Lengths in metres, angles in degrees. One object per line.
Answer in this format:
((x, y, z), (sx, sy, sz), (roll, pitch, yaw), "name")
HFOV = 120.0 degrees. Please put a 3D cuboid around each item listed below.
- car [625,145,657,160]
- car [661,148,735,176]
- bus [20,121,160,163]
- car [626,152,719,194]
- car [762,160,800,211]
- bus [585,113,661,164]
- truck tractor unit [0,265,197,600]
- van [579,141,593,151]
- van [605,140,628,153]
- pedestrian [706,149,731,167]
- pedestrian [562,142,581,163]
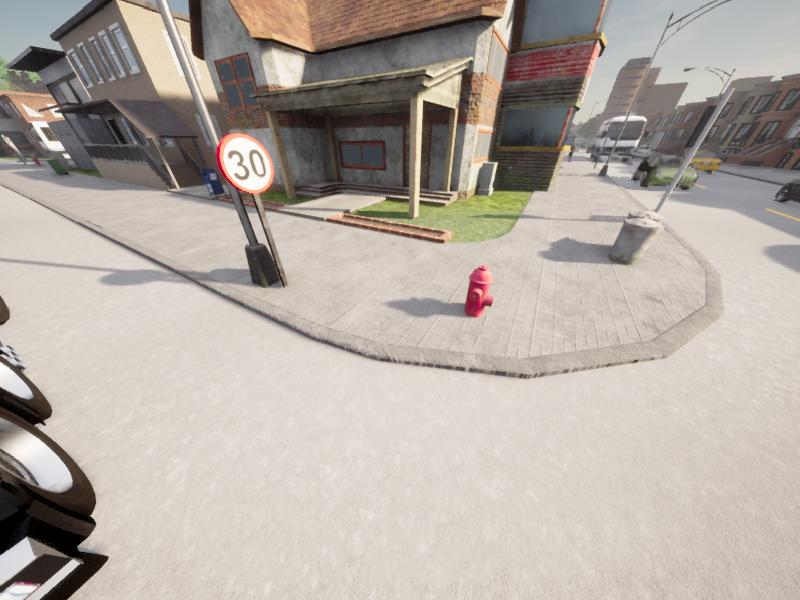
((31.947, -19.730, 30.770), (1.970, 1.475, 3.806), (18, 39, 25), "car")
((23.103, -11.004, 18.222), (1.801, 1.575, 5.366), (18, 39, 25), "car")
((-42.056, -22.011, 32.239), (3.944, 4.253, 10.273), (18, 39, 24), "bus")
((14.896, -7.310, 13.036), (2.007, 1.525, 4.514), (18, 39, 25), "car")
((16.000, -3.948, 8.196), (1.845, 1.501, 3.633), (19, 39, 25), "car")
((26.235, -19.539, 28.115), (3.944, 4.253, 10.273), (18, 39, 24), "bus")
((-5.112, -0.300, 0.780), (6.516, 4.208, 3.053), (18, 39, 24), "truck tractor unit")
((46.329, -38.534, 57.583), (1.775, 1.987, 4.442), (18, 39, 24), "van")
((41.887, -29.822, 44.751), (2.069, 2.038, 4.480), (18, 39, 24), "van")
((28.182, -12.592, 20.481), (0.751, 1.300, 0.751), (29, 44, 35), "pedestrian")
((17.831, -15.359, 24.052), (0.751, 1.860, 0.751), (7, 35, 10), "pedestrian")
